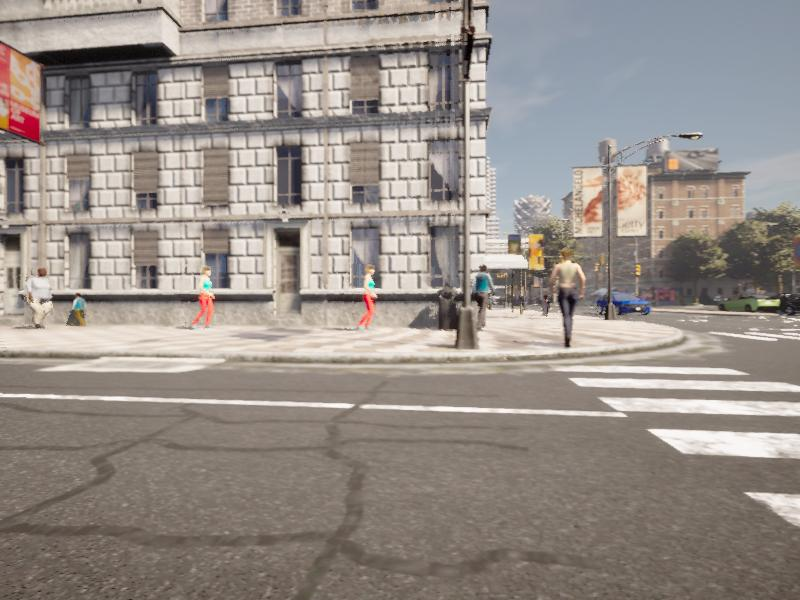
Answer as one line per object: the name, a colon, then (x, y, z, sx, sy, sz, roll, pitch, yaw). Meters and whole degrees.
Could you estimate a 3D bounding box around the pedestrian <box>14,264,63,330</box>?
pedestrian: (-10.615, -0.087, 11.762, 0.751, 1.860, 0.751, 0, 0, 10)

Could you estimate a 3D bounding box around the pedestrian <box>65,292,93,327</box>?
pedestrian: (-10.331, 0.295, 12.894, 0.500, 1.100, 0.500, 0, 0, 7)

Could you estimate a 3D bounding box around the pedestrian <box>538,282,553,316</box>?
pedestrian: (8.177, -0.074, 22.457, 0.751, 1.860, 0.751, 0, 0, 17)

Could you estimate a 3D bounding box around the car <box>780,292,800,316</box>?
car: (26.564, 0.254, 25.280, 1.789, 1.549, 3.705, 0, 0, 6)

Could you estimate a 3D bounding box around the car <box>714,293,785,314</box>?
car: (27.245, 0.279, 31.425, 2.007, 1.525, 4.514, 0, 0, 6)

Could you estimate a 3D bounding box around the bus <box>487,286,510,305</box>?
bus: (22.559, -0.973, 92.423, 3.944, 4.253, 10.273, 0, 0, 6)

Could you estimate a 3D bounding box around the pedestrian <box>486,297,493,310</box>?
pedestrian: (7.697, 0.328, 34.365, 0.500, 1.100, 0.500, 0, 0, 4)

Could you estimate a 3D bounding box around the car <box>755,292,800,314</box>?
car: (30.813, 0.238, 31.812, 1.851, 1.617, 3.988, 0, 0, 6)

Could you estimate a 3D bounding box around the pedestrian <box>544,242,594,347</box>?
pedestrian: (3.157, -0.100, 7.555, 0.751, 1.860, 0.751, 0, 0, 13)

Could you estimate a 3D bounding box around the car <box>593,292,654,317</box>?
car: (15.251, 0.271, 27.616, 1.882, 1.535, 5.008, 0, 0, 6)

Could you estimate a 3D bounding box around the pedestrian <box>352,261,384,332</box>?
pedestrian: (-0.868, -0.092, 11.016, 0.751, 1.860, 0.751, 0, 0, 6)

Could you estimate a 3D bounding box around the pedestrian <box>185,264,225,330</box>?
pedestrian: (-5.653, -0.089, 11.606, 0.751, 1.860, 0.751, 0, 0, 7)

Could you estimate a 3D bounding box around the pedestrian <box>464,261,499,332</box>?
pedestrian: (2.243, -0.093, 10.981, 0.751, 1.860, 0.751, 0, 0, 32)
